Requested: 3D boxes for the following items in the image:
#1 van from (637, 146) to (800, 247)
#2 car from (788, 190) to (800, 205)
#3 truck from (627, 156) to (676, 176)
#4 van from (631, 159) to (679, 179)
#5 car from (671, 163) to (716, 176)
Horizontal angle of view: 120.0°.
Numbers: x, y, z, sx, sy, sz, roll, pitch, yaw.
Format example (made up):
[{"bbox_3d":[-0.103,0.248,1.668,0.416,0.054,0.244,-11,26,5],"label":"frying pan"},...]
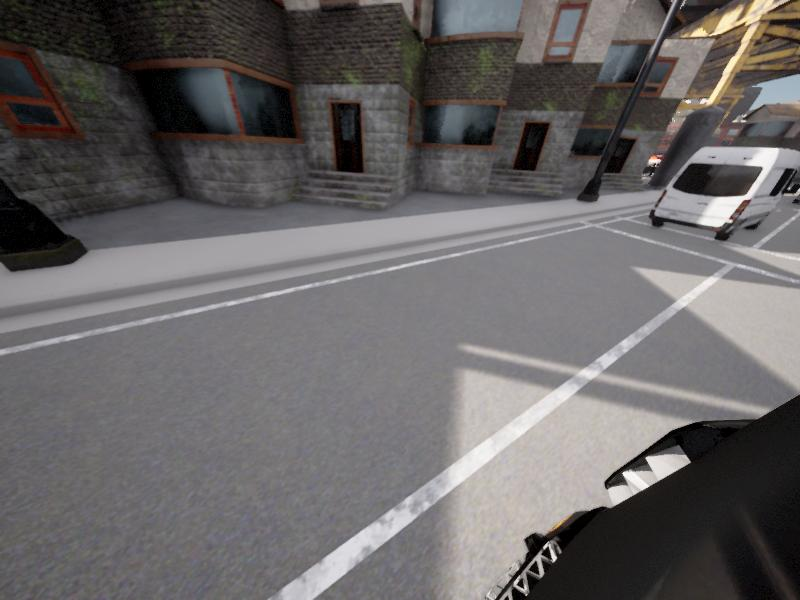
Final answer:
[{"bbox_3d":[11.931,-3.893,8.347,5.915,2.561,1.988,-14,37,-24],"label":"van"},{"bbox_3d":[28.288,-7.148,15.322,3.633,1.501,1.845,-16,38,-26],"label":"car"},{"bbox_3d":[40.113,-21.683,37.173,2.627,2.467,5.204,11,34,12],"label":"truck"},{"bbox_3d":[34.648,-17.993,31.622,2.069,2.038,4.480,11,34,12],"label":"van"},{"bbox_3d":[54.531,-24.388,43.067,2.038,1.542,4.974,-27,44,-37],"label":"car"}]
